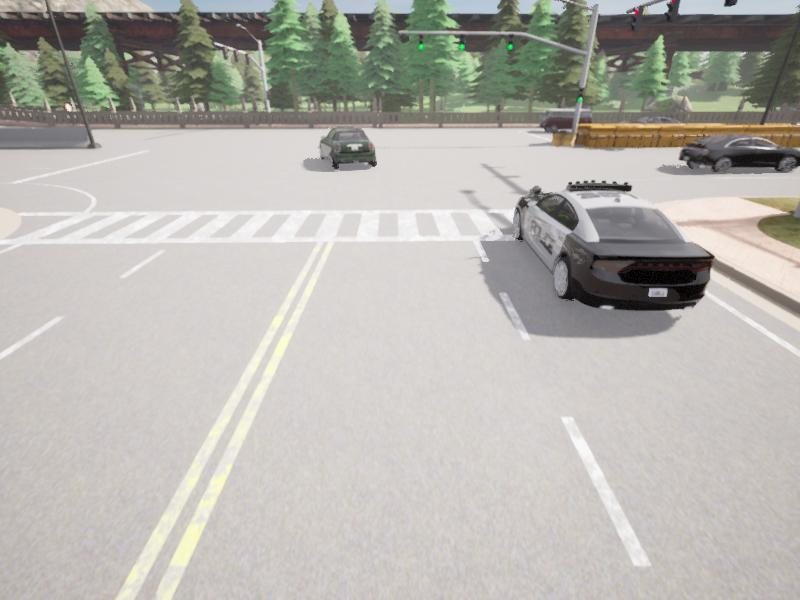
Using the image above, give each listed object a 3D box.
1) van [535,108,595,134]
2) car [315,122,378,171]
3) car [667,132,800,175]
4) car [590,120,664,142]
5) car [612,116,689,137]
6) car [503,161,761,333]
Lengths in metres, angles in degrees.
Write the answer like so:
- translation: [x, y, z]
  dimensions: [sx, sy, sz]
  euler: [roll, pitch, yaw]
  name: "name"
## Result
- translation: [14.922, -16.280, 36.348]
  dimensions: [4.442, 1.987, 1.775]
  euler: [-1, 27, -1]
  name: "van"
- translation: [-2.744, -7.773, 19.941]
  dimensions: [2.097, 1.767, 4.553]
  euler: [-9, 28, -17]
  name: "car"
- translation: [15.166, -6.539, 17.791]
  dimensions: [4.902, 1.511, 2.128]
  euler: [-1, 27, -2]
  name: "car"
- translation: [17.096, -12.852, 30.306]
  dimensions: [4.181, 1.385, 1.994]
  euler: [-1, 27, -1]
  name: "car"
- translation: [20.855, -14.561, 33.487]
  dimensions: [4.902, 1.511, 2.128]
  euler: [-1, 27, -1]
  name: "car"
- translation: [3.598, -1.454, 7.715]
  dimensions: [1.930, 1.638, 5.238]
  euler: [0, 27, 1]
  name: "car"
